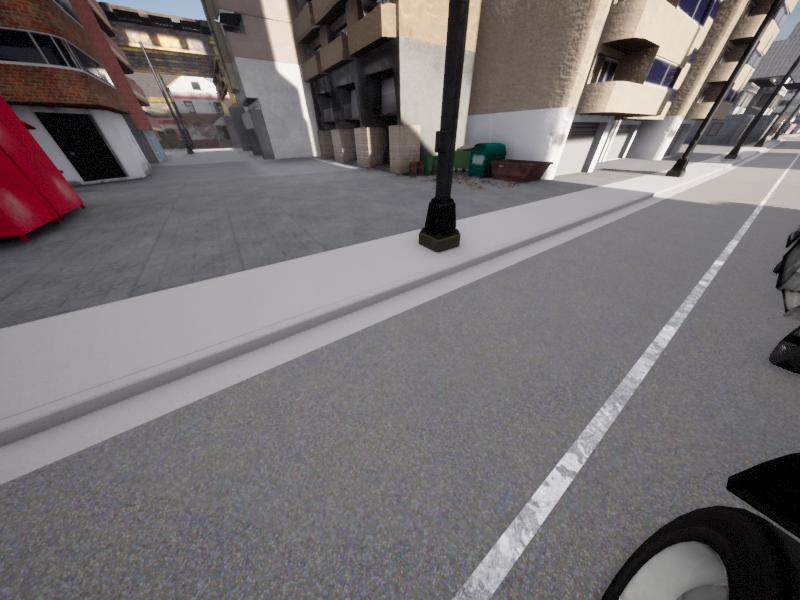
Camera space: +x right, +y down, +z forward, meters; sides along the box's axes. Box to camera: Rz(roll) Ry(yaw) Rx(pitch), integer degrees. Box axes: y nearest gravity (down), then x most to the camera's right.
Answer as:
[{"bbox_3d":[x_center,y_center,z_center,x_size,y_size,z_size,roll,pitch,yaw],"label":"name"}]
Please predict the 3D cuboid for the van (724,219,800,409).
[{"bbox_3d":[7.038,-0.621,2.653,6.366,2.431,2.351,-22,40,-27],"label":"van"}]

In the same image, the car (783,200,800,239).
[{"bbox_3d":[13.144,-2.683,6.322,4.902,1.511,2.128,-22,40,-27],"label":"car"}]
